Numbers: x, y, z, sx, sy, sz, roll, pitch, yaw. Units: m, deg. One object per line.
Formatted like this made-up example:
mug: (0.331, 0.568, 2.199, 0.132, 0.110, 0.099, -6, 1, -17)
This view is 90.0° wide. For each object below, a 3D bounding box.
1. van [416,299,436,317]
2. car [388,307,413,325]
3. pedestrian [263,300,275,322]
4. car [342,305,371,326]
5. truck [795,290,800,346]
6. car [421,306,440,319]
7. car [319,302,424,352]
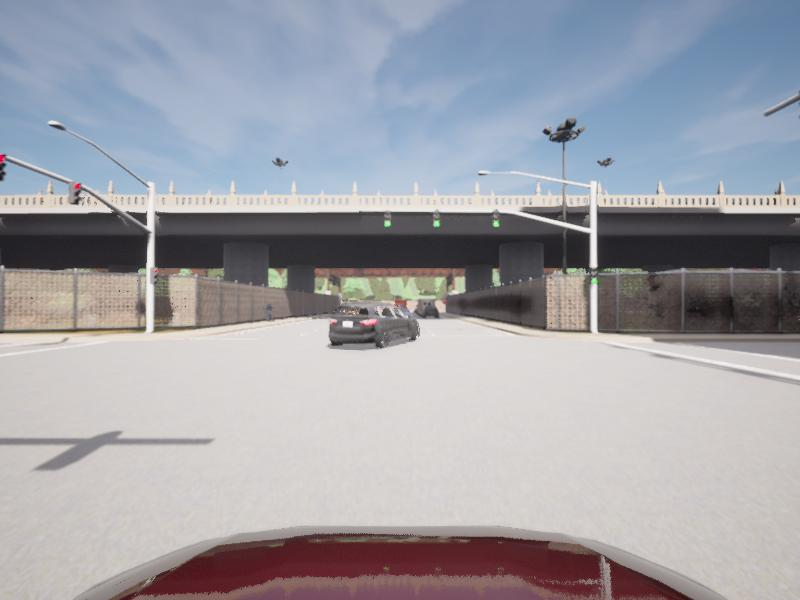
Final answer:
van: (3.579, 1.057, 55.779, 2.351, 2.431, 6.366, 0, -1, 0)
car: (0.059, 1.322, 34.572, 2.033, 1.411, 5.357, 0, -1, 0)
pedestrian: (-10.929, 0.894, 33.408, 0.751, 1.860, 0.751, 0, -1, 2)
car: (-3.455, 1.207, 32.806, 1.801, 1.575, 5.366, 0, -1, 0)
truck: (18.223, 0.679, 14.054, 6.274, 2.098, 2.390, 0, -1, 0)
car: (3.565, 1.422, 47.283, 1.837, 1.490, 4.892, 0, -1, 0)
car: (-0.918, 0.931, 16.025, 2.242, 1.667, 4.611, 0, -1, 25)
